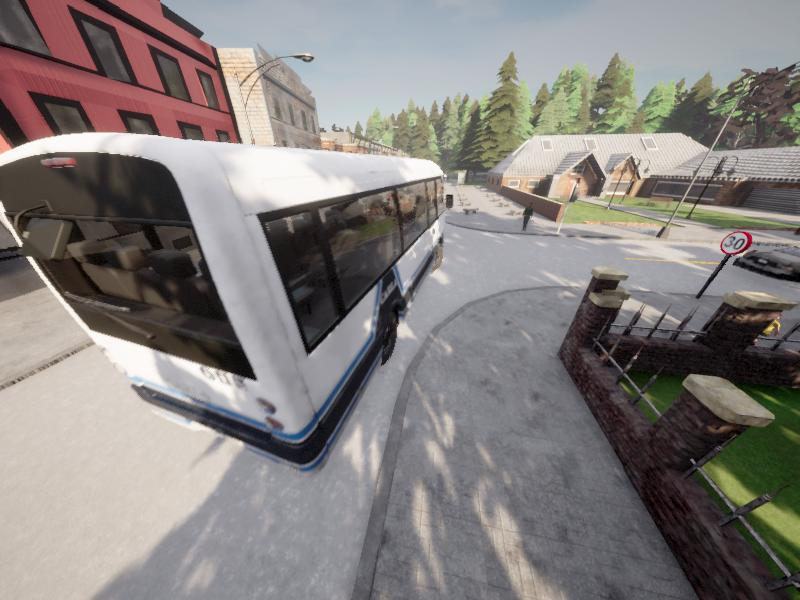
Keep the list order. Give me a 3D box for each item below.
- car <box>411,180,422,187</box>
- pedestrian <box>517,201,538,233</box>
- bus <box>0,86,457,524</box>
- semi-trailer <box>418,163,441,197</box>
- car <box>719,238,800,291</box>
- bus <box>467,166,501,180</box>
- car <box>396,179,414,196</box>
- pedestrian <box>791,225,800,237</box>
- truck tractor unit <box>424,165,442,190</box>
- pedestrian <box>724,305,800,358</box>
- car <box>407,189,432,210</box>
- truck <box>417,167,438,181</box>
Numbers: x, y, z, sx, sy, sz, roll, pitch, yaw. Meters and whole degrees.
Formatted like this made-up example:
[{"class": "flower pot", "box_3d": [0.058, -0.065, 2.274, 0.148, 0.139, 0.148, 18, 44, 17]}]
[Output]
[{"class": "car", "box_3d": [3.796, -26.830, 53.181, 1.895, 1.301, 4.718, 5, 30, 8]}, {"class": "pedestrian", "box_3d": [8.614, -5.626, 15.617, 0.751, 1.860, 0.751, 17, 34, 26]}, {"class": "bus", "box_3d": [-1.136, -1.687, 6.689, 3.944, 4.253, 10.273, 8, 31, 17]}, {"class": "semi-trailer", "box_3d": [5.457, -21.469, 40.772, 2.717, 4.402, 14.254, 5, 30, 9]}, {"class": "car", "box_3d": [16.891, -1.260, 8.795, 5.357, 1.411, 2.033, 6, 30, 10]}, {"class": "bus", "box_3d": [29.371, -44.973, 81.642, 10.273, 4.253, 3.944, 5, 30, 9]}, {"class": "car", "box_3d": [0.881, -19.039, 38.936, 2.150, 2.045, 5.566, 5, 30, 9]}, {"class": "pedestrian", "box_3d": [25.705, -4.779, 14.166, 0.751, 1.860, 0.751, 8, 31, 14]}, {"class": "truck tractor unit", "box_3d": [6.843, -25.280, 47.571, 3.053, 4.208, 6.516, 5, 31, 9]}, {"class": "pedestrian", "box_3d": [8.472, 0.737, 5.375, 0.500, 1.100, 0.500, 5, 30, 9]}, {"class": "car", "box_3d": [2.346, -11.715, 26.625, 2.242, 1.667, 4.611, 6, 30, 9]}, {"class": "truck", "box_3d": [9.341, -42.254, 77.370, 2.891, 3.827, 8.468, 20, 36, 31]}]
